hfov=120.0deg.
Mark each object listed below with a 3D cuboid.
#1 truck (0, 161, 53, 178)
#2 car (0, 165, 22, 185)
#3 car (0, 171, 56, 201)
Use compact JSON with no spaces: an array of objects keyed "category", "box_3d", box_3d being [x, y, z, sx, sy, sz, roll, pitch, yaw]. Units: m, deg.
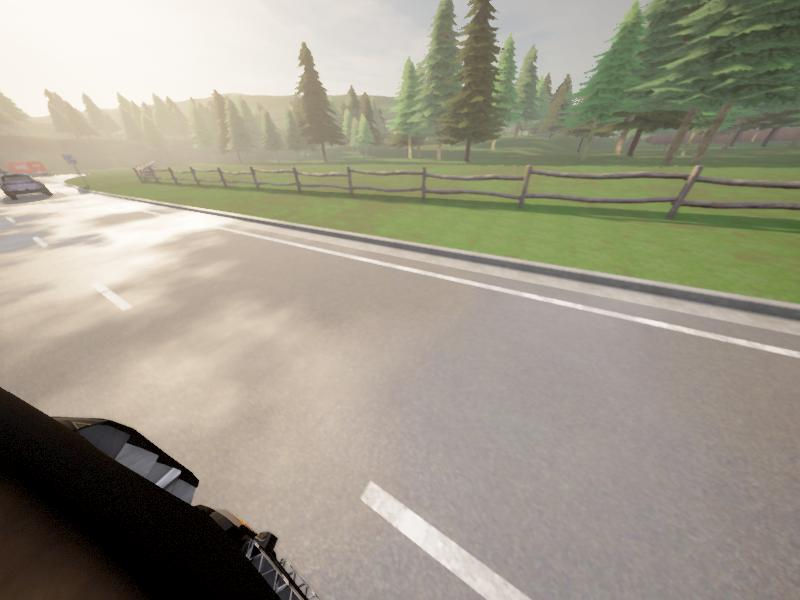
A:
[{"category":"truck","box_3d":[-70.927,-24.675,43.600,5.204,2.467,2.627,-4,34,-2]},{"category":"car","box_3d":[-52.367,-16.307,30.142,5.566,2.045,2.150,23,41,33]},{"category":"car","box_3d":[-29.206,-8.902,17.827,4.856,1.649,2.033,18,39,28]}]
